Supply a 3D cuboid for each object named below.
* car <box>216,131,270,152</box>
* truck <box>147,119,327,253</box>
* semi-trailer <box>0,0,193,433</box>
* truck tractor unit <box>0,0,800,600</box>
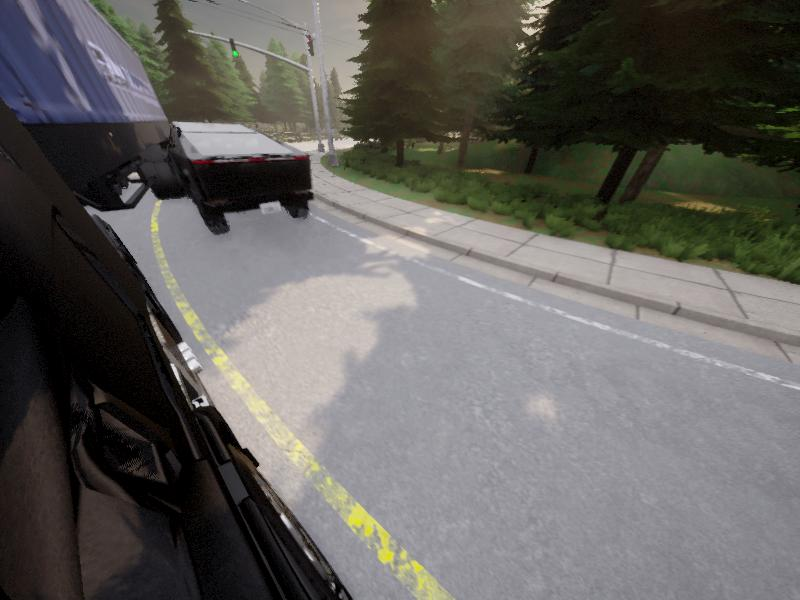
[{"bbox_3d":[-14.293,-14.742,21.376,1.994,1.385,4.181,3,37,0],"label":"car"},{"bbox_3d":[-4.860,-3.734,6.607,2.390,2.098,6.274,-27,46,-34],"label":"truck"},{"bbox_3d":[-7.503,-4.219,5.126,2.717,4.402,14.254,-21,43,-28],"label":"semi-trailer"},{"bbox_3d":[-2.645,-0.295,0.351,6.516,4.208,3.053,28,44,30],"label":"truck tractor unit"}]
